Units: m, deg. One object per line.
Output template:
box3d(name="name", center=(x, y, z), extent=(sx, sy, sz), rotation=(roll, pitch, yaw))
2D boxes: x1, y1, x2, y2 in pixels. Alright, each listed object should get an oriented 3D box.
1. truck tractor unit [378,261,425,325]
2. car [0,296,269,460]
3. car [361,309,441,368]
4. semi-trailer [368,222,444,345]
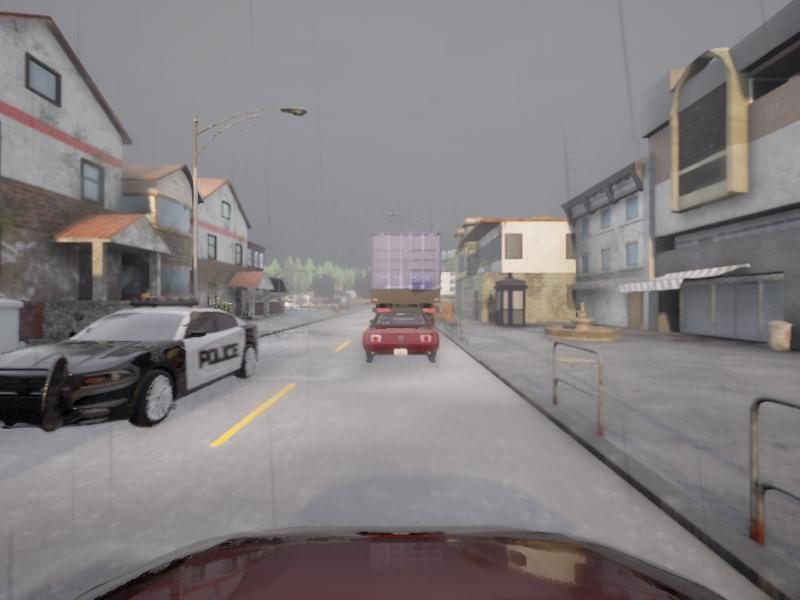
box3d(name="truck tractor unit", center=(0.089, -0.475, 29.381), extent=(3.053, 4.208, 6.516), rotation=(0, 0, 0))
box3d(name="car", center=(-3.980, 0.782, 6.600), extent=(1.930, 1.638, 5.238), rotation=(0, 0, 0))
box3d(name="car", center=(0.032, 0.963, 11.800), extent=(1.895, 1.301, 4.718), rotation=(0, 0, 0))
box3d(name="semi-trailer", center=(0.153, -0.584, 21.466), extent=(2.717, 4.402, 14.254), rotation=(0, 0, -1))
